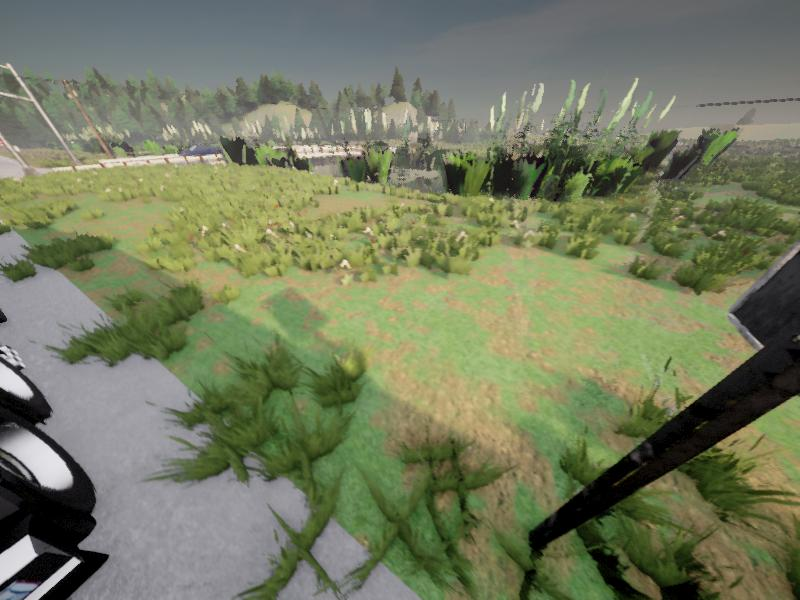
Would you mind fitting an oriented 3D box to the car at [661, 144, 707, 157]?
[{"bbox_3d":[42.078,-22.296,34.350,3.806,1.475,1.970,22,41,29],"label":"car"}]

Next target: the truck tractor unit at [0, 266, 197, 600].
[{"bbox_3d":[-5.115,-0.297,0.773,6.516,4.208,3.053,18,39,24],"label":"truck tractor unit"}]

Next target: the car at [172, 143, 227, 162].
[{"bbox_3d":[-24.724,-18.339,28.619,1.812,1.442,4.674,22,44,29],"label":"car"}]
